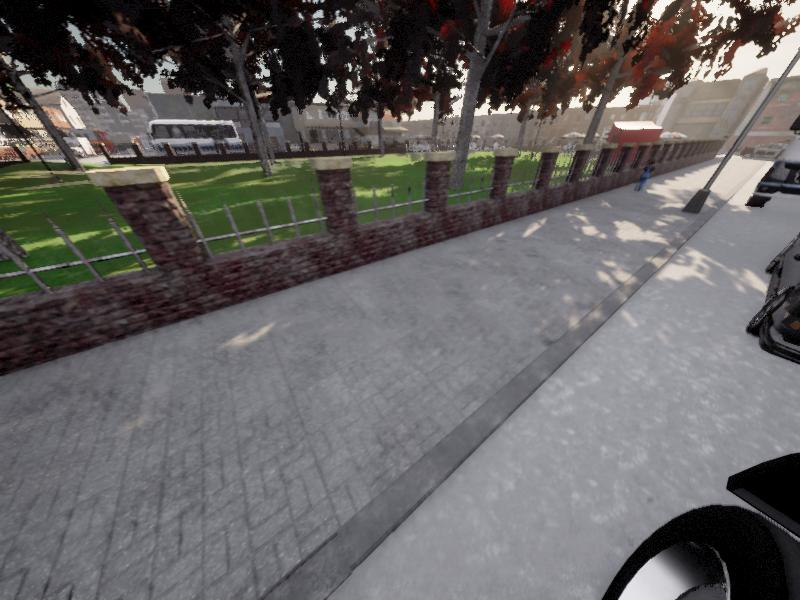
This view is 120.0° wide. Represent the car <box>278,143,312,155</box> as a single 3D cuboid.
[{"bbox_3d":[-17.514,-25.229,38.544,4.674,1.442,1.812,-23,41,-28],"label":"car"}]

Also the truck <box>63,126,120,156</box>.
[{"bbox_3d":[-52.376,-27.249,39.656,2.891,3.827,8.468,-22,41,-28],"label":"truck"}]

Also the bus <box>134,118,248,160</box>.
[{"bbox_3d":[-27.715,-22.022,31.660,10.273,4.253,3.944,-23,41,-28],"label":"bus"}]

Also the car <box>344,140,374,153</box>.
[{"bbox_3d":[-7.153,-26.884,40.418,4.605,1.855,1.932,-23,41,-29],"label":"car"}]

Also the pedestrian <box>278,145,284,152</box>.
[{"bbox_3d":[-21.139,-26.887,41.000,0.500,1.100,0.500,13,37,18],"label":"pedestrian"}]

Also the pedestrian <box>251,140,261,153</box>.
[{"bbox_3d":[-24.592,-26.271,39.503,0.751,1.860,0.751,-24,42,-30],"label":"pedestrian"}]

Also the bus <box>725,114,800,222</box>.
[{"bbox_3d":[17.084,-5.781,8.251,10.273,4.253,3.944,-23,41,-28],"label":"bus"}]

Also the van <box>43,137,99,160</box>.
[{"bbox_3d":[-45.347,-21.124,32.129,2.351,2.431,6.366,-22,41,-28],"label":"van"}]

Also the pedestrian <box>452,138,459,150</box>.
[{"bbox_3d":[10.842,-30.669,45.394,0.751,1.860,0.751,-22,40,-27],"label":"pedestrian"}]

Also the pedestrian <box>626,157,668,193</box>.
[{"bbox_3d":[11.156,-5.685,10.503,0.751,1.300,0.751,22,41,28],"label":"pedestrian"}]

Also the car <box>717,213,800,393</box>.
[{"bbox_3d":[6.713,-0.268,3.014,5.357,1.411,2.033,-22,41,-28],"label":"car"}]

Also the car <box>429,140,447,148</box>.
[{"bbox_3d":[10.064,-41.261,61.085,2.097,1.767,4.553,-23,41,-28],"label":"car"}]

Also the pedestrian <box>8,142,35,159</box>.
[{"bbox_3d":[-49.248,-19.481,30.092,0.751,1.860,0.751,-15,38,-19],"label":"pedestrian"}]

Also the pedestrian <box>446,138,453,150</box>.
[{"bbox_3d":[9.684,-30.485,45.143,0.751,1.860,0.751,-21,40,-27],"label":"pedestrian"}]

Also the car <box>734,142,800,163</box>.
[{"bbox_3d":[39.365,-15.421,23.967,1.930,1.638,5.238,0,35,-1],"label":"car"}]

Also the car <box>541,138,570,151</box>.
[{"bbox_3d":[29.677,-29.763,44.151,1.905,1.878,3.866,-22,41,-28],"label":"car"}]

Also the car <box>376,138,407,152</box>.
[{"bbox_3d":[-1.592,-29.148,43.428,5.566,2.045,2.150,-24,42,-30],"label":"car"}]

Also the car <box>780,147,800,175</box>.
[{"bbox_3d":[28.558,-9.753,15.817,3.866,1.878,1.905,-23,41,-28],"label":"car"}]
